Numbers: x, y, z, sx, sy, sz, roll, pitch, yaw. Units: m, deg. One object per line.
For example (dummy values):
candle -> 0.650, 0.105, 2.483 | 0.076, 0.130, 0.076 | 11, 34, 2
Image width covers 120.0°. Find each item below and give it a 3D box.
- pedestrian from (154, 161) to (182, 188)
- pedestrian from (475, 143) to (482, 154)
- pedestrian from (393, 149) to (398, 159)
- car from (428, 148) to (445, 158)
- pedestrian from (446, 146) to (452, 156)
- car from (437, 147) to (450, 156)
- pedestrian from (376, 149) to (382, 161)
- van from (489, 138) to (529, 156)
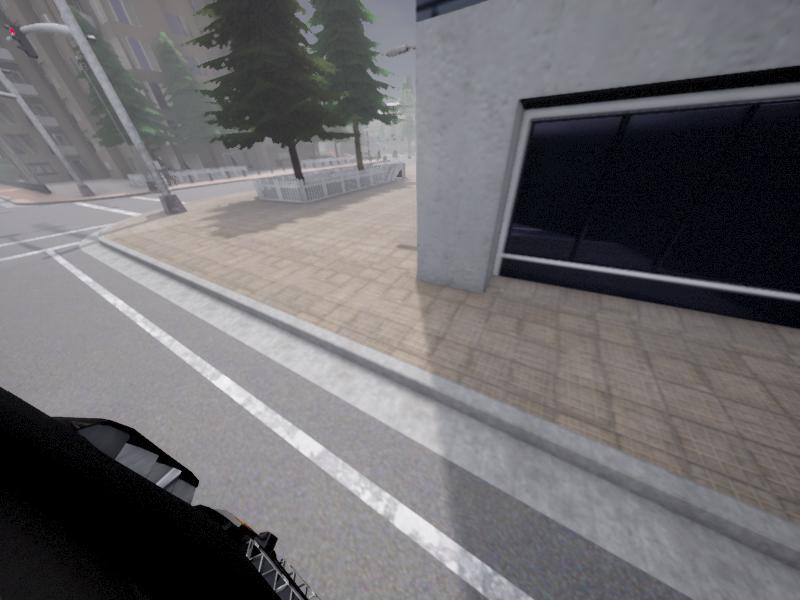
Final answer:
pedestrian -> -19.391, -10.490, 19.307 | 0.751, 1.860, 0.751 | 15, 38, 25
pedestrian -> 16.208, -31.124, 47.582 | 0.751, 1.860, 0.751 | -17, 36, -21
pedestrian -> -0.915, -30.833, 48.767 | 0.751, 1.860, 0.751 | 15, 38, 25
car -> 7.603, -30.129, 47.423 | 1.837, 1.490, 4.892 | 15, 37, 25
pedestrian -> 11.095, -33.808, 52.330 | 0.751, 1.860, 0.751 | 22, 41, 33
car -> 11.113, -37.945, 58.974 | 2.007, 1.525, 4.514 | 15, 37, 25
pedestrian -> -3.750, -25.979, 41.420 | 0.751, 1.860, 0.751 | 17, 39, 28
van -> 19.788, -27.937, 42.205 | 5.915, 2.561, 1.988 | 15, 38, 25
